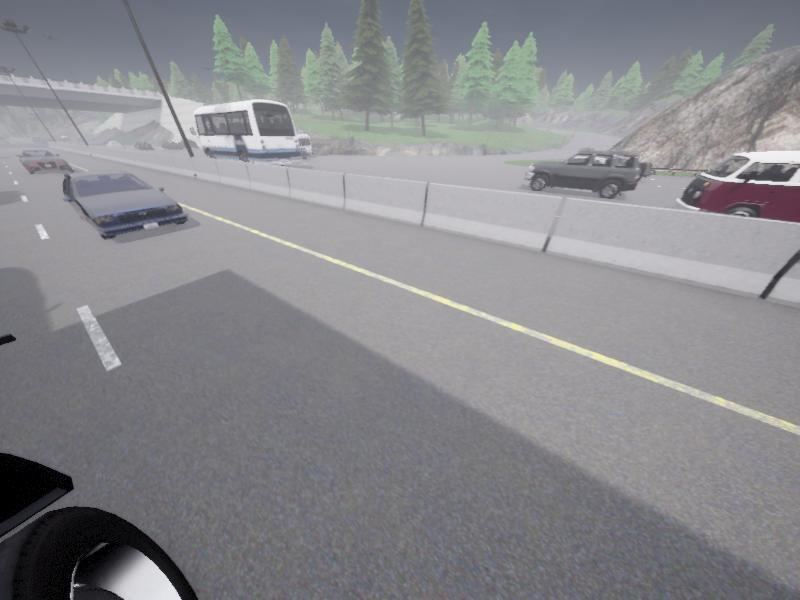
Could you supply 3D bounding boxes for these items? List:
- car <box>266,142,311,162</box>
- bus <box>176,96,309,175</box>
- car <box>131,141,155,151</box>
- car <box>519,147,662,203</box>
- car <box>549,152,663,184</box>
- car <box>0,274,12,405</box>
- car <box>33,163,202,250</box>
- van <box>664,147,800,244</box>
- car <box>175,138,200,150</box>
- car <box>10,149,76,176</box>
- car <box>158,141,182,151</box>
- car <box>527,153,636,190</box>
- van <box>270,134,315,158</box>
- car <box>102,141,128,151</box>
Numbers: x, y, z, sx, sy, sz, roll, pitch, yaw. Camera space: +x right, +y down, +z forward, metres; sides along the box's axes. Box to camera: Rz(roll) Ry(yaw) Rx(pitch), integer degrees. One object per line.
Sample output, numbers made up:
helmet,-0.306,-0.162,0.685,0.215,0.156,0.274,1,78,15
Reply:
car,-12.872,-17.201,26.748,4.611,1.667,2.242,22,41,28
bus,-12.867,-13.263,18.926,10.273,4.253,3.944,22,41,28
car,-47.992,-28.826,43.128,4.193,1.474,1.816,22,41,28
car,8.666,-6.151,11.067,4.605,1.855,1.932,22,41,27
car,13.390,-8.957,15.502,5.357,1.411,2.033,22,41,28
car,-6.628,0.059,2.372,4.856,1.649,2.033,21,40,28
car,-8.729,-3.146,7.091,5.357,1.411,2.033,22,41,28
van,11.004,-2.822,6.221,4.480,2.038,2.069,22,41,28
car,-43.661,-32.155,47.533,4.605,1.855,1.932,22,41,28
car,-26.178,-10.173,16.939,4.181,1.385,1.994,22,41,28
car,-44.292,-29.789,44.521,4.193,1.474,1.816,22,41,28
car,10.429,-7.713,13.672,4.674,1.442,1.812,22,40,27
van,-14.319,-20.599,30.800,5.915,2.561,1.988,22,41,28
car,-51.214,-27.658,41.473,4.674,1.442,1.812,22,40,28
